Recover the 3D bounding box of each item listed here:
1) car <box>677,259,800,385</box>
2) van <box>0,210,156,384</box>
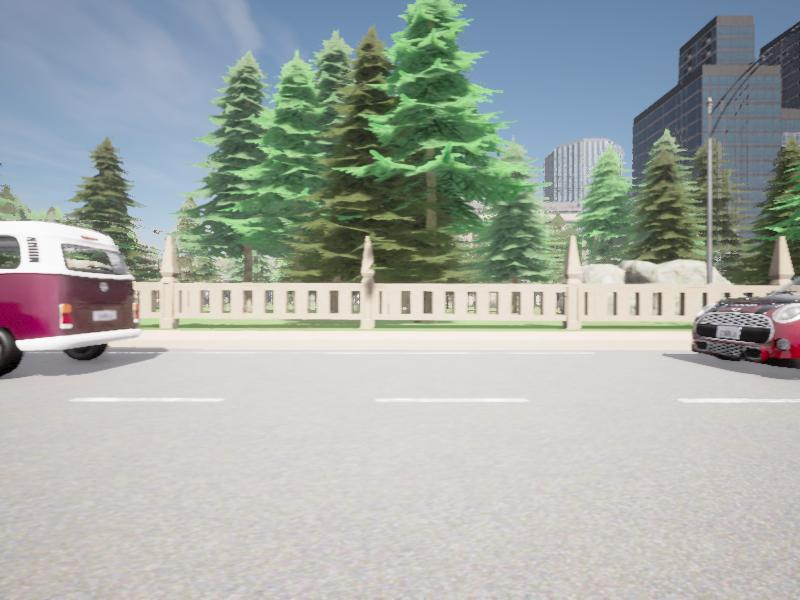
[{"bbox_3d":[6.514,0.255,5.684,3.806,1.475,1.970,0,0,0],"label":"car"},{"bbox_3d":[-6.361,-0.032,5.724,4.480,2.038,2.069,0,0,0],"label":"van"}]
